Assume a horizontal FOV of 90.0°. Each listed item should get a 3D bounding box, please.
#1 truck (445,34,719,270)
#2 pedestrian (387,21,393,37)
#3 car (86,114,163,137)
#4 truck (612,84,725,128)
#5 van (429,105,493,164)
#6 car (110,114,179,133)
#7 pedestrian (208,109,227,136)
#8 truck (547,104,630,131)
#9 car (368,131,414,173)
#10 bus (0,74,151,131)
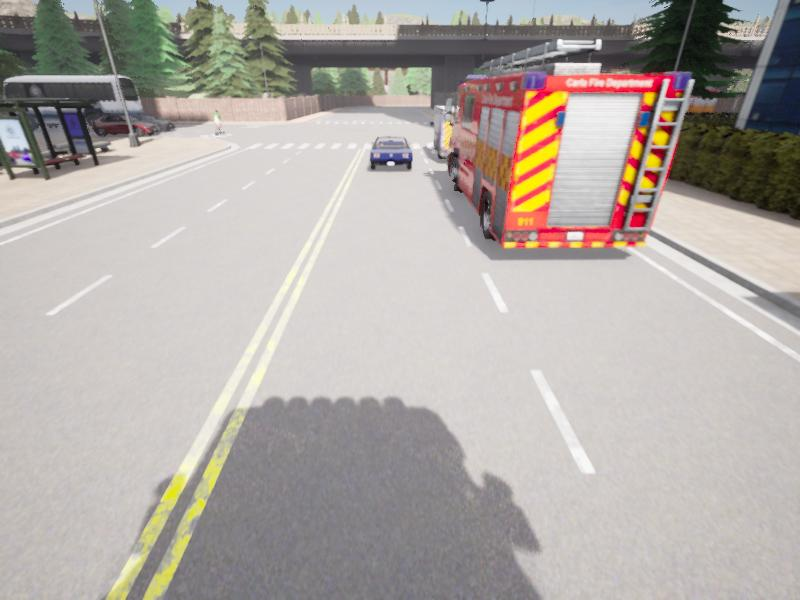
[{"bbox_3d":[3.272,-4.233,10.647,2.891,3.827,8.468,0,27,-1],"label":"truck"},{"bbox_3d":[-1.428,-38.103,56.267,0.751,1.860,0.751,-1,27,-2],"label":"pedestrian"},{"bbox_3d":[-20.683,-13.158,30.197,4.193,1.474,1.816,-1,27,-2],"label":"car"},{"bbox_3d":[26.540,-19.390,40.032,8.468,3.827,2.891,0,27,-1],"label":"truck"},{"bbox_3d":[3.029,-9.103,21.594,2.351,2.431,6.366,0,27,-1],"label":"van"},{"bbox_3d":[-21.181,-14.706,33.305,4.181,1.385,1.994,-1,27,-2],"label":"car"},{"bbox_3d":[-14.049,-13.711,30.844,0.751,1.860,0.751,15,31,27],"label":"pedestrian"},{"bbox_3d":[17.340,-16.948,37.119,6.274,2.098,2.390,0,27,-1],"label":"truck"},{"bbox_3d":[-0.413,-7.049,18.826,1.895,1.301,4.718,0,27,-1],"label":"car"},{"bbox_3d":[-28.992,-17.497,35.511,10.273,4.253,3.944,-1,27,-3],"label":"bus"}]
